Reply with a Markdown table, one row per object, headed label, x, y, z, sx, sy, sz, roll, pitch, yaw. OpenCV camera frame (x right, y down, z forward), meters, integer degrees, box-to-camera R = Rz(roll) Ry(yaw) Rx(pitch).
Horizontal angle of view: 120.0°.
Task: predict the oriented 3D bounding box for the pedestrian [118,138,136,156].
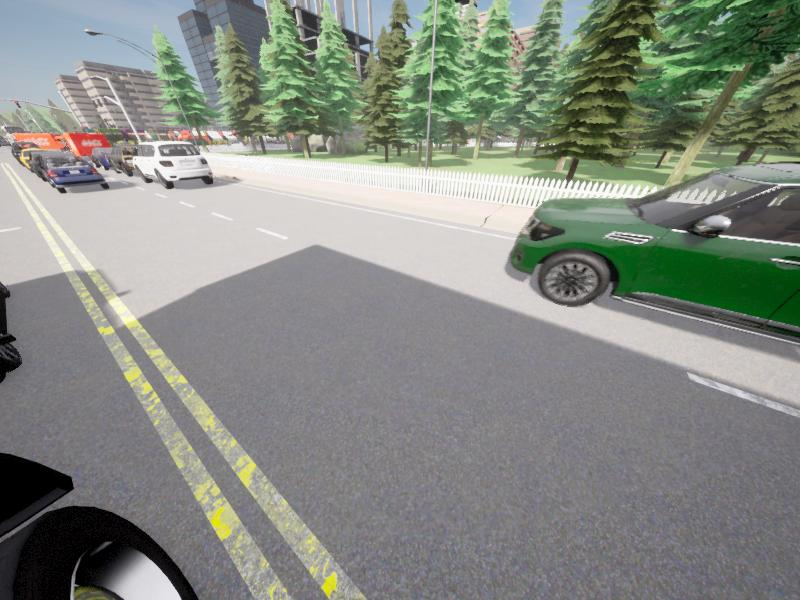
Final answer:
| label | x | y | z | sx | sy | sz | roll | pitch | yaw |
| --- | --- | --- | --- | --- | --- | --- | --- | --- | --- |
| pedestrian | -35.412 | -19.900 | 30.003 | 0.751 | 1.860 | 0.751 | 30 | 45 | 35 |

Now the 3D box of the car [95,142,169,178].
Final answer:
| label | x | y | z | sx | sy | sz | roll | pitch | yaw |
| --- | --- | --- | --- | --- | --- | --- | --- | --- | --- |
| car | -18.718 | -9.858 | 16.152 | 4.605 | 1.855 | 1.932 | 22 | 40 | 27 |

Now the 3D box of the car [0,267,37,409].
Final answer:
| label | x | y | z | sx | sy | sz | roll | pitch | yaw |
| --- | --- | --- | --- | --- | --- | --- | --- | --- | --- |
| car | -6.037 | 0.220 | 2.300 | 3.806 | 1.475 | 1.970 | 22 | 41 | 28 |

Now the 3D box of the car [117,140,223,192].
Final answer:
| label | x | y | z | sx | sy | sz | roll | pitch | yaw |
| --- | --- | --- | --- | --- | --- | --- | --- | --- | --- |
| car | -12.730 | -7.552 | 12.774 | 5.566 | 2.045 | 2.150 | 22 | 40 | 27 |

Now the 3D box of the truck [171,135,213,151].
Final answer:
| label | x | y | z | sx | sy | sz | roll | pitch | yaw |
| --- | --- | --- | --- | --- | --- | --- | --- | --- | --- |
| truck | -41.366 | -31.448 | 46.143 | 2.627 | 2.467 | 5.204 | 20 | 40 | 26 |

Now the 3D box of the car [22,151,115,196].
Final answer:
| label | x | y | z | sx | sy | sz | roll | pitch | yaw |
| --- | --- | --- | --- | --- | --- | --- | --- | --- | --- |
| car | -16.642 | -6.462 | 11.627 | 3.705 | 1.549 | 1.789 | 22 | 40 | 27 |

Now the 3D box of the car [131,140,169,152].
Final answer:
| label | x | y | z | sx | sy | sz | roll | pitch | yaw |
| --- | --- | --- | --- | --- | --- | --- | --- | --- | --- |
| car | -45.117 | -27.851 | 41.750 | 1.851 | 1.617 | 3.988 | 22 | 41 | 28 |

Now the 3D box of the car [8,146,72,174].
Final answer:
| label | x | y | z | sx | sy | sz | roll | pitch | yaw |
| --- | --- | --- | --- | --- | --- | --- | --- | --- | --- |
| car | -27.628 | -10.829 | 17.727 | 5.366 | 1.575 | 1.801 | 22 | 40 | 27 |

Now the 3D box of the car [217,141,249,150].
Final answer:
| label | x | y | z | sx | sy | sz | roll | pitch | yaw |
| --- | --- | --- | --- | --- | --- | --- | --- | --- | --- |
| car | -35.232 | -32.798 | 48.907 | 2.038 | 1.542 | 4.974 | 21 | 40 | 26 |

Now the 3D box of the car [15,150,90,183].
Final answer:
| label | x | y | z | sx | sy | sz | roll | pitch | yaw |
| --- | --- | --- | --- | --- | --- | --- | --- | --- | --- |
| car | -21.862 | -8.498 | 14.550 | 4.193 | 1.474 | 1.816 | 22 | 40 | 27 |

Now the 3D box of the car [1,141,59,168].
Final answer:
| label | x | y | z | sx | sy | sz | roll | pitch | yaw |
| --- | --- | --- | --- | --- | --- | --- | --- | --- | --- |
| car | -33.444 | -13.258 | 20.878 | 4.605 | 1.855 | 1.932 | 22 | 40 | 27 |

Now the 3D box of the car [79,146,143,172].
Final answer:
| label | x | y | z | sx | sy | sz | roll | pitch | yaw |
| --- | --- | --- | --- | --- | --- | --- | --- | --- | --- |
| car | -24.111 | -11.834 | 19.265 | 4.792 | 1.488 | 2.163 | 22 | 40 | 27 |

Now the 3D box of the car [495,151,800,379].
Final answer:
| label | x | y | z | sx | sy | sz | roll | pitch | yaw |
| --- | --- | --- | --- | --- | --- | --- | --- | --- | --- |
| car | 4.657 | -0.663 | 3.111 | 5.566 | 2.045 | 2.150 | 22 | 41 | 28 |

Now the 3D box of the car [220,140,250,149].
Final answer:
| label | x | y | z | sx | sy | sz | roll | pitch | yaw |
| --- | --- | --- | --- | --- | --- | --- | --- | --- | --- |
| car | -36.962 | -35.022 | 51.952 | 2.033 | 1.649 | 4.856 | 21 | 40 | 26 |

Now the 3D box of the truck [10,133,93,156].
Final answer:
| label | x | y | z | sx | sy | sz | roll | pitch | yaw |
| --- | --- | --- | --- | --- | --- | --- | --- | --- | --- |
| truck | -47.045 | -21.156 | 31.480 | 5.204 | 2.467 | 2.627 | -14 | 38 | -19 |

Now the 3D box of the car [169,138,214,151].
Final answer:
| label | x | y | z | sx | sy | sz | roll | pitch | yaw |
| --- | --- | --- | --- | --- | --- | --- | --- | --- | --- |
| car | -39.277 | -29.419 | 43.634 | 2.150 | 2.045 | 5.566 | 21 | 40 | 26 |

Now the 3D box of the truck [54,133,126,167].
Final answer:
| label | x | y | z | sx | sy | sz | roll | pitch | yaw |
| --- | --- | --- | --- | --- | --- | --- | --- | --- | --- |
| truck | -29.376 | -14.327 | 21.910 | 5.204 | 2.467 | 2.627 | 22 | 40 | 27 |
